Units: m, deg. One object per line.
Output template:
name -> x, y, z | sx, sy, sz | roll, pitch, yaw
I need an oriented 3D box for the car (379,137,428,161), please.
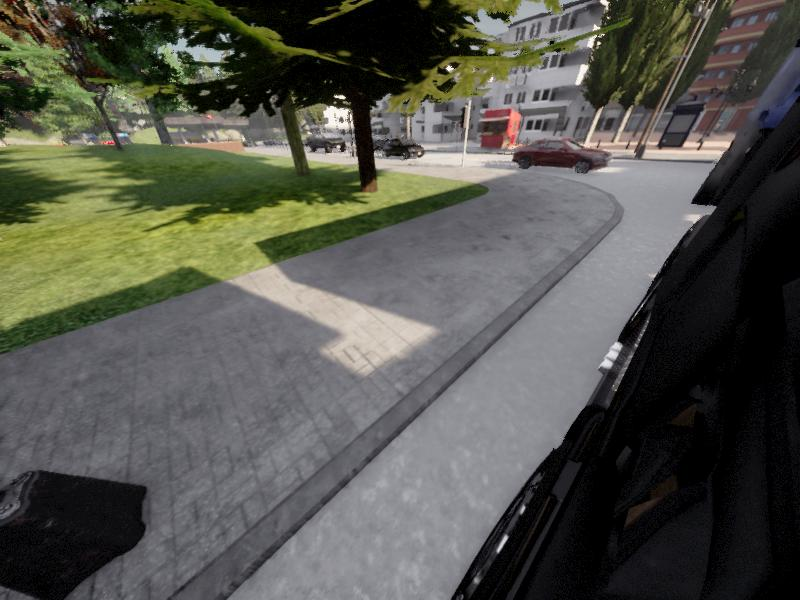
car -> 0.209, -13.167, 20.079 | 1.816, 1.474, 4.193 | -29, 44, -31

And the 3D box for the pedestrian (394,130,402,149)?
pedestrian -> -0.216, -19.856, 28.545 | 0.751, 1.860, 0.751 | -16, 39, -17

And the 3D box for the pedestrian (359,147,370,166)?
pedestrian -> -2.494, -10.040, 16.157 | 0.500, 1.100, 0.500 | -15, 38, -16

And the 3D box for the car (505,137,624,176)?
car -> 8.466, -7.803, 12.380 | 1.812, 1.442, 4.674 | -29, 44, -31

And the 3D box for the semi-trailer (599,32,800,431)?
semi-trailer -> 8.643, -3.638, 4.287 | 14.254, 4.402, 2.717 | -29, 44, -30

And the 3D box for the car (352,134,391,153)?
car -> -3.597, -19.330, 28.454 | 1.930, 1.638, 5.238 | -29, 44, -31

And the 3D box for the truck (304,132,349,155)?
truck -> -9.243, -19.543, 28.716 | 2.390, 2.098, 6.274 | -29, 44, -31

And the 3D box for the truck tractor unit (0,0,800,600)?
truck tractor unit -> 2.645, -0.295, 0.351 | 6.516, 4.208, 3.053 | -28, 44, -30
